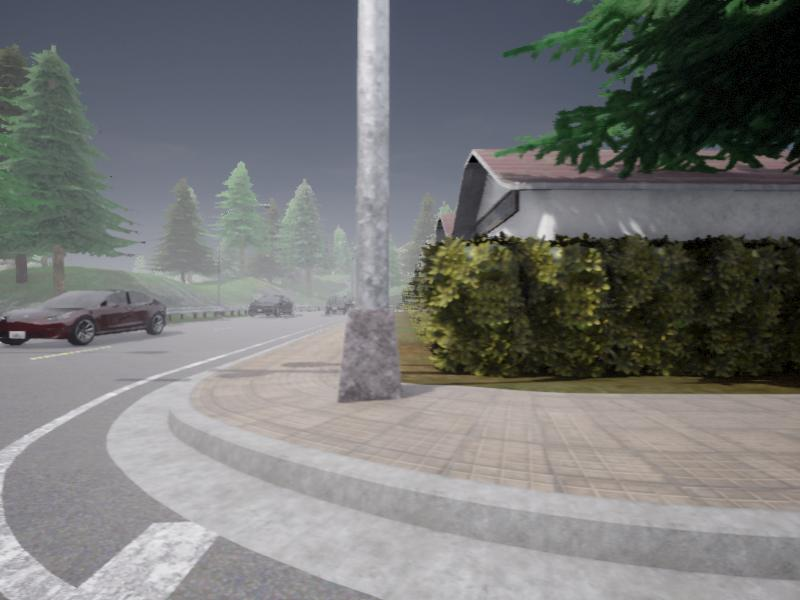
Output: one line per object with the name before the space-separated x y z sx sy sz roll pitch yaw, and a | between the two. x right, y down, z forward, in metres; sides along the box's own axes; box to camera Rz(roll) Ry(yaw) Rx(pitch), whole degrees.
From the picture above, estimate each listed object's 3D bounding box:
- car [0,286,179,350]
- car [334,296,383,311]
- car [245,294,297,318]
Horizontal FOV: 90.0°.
car | -8.945 0.417 11.774 2.163 1.488 4.792 0 0 0
car | -4.682 0.404 45.275 5.366 1.575 1.801 0 0 -39
car | -8.810 0.406 27.752 1.882 1.535 5.008 0 0 1
